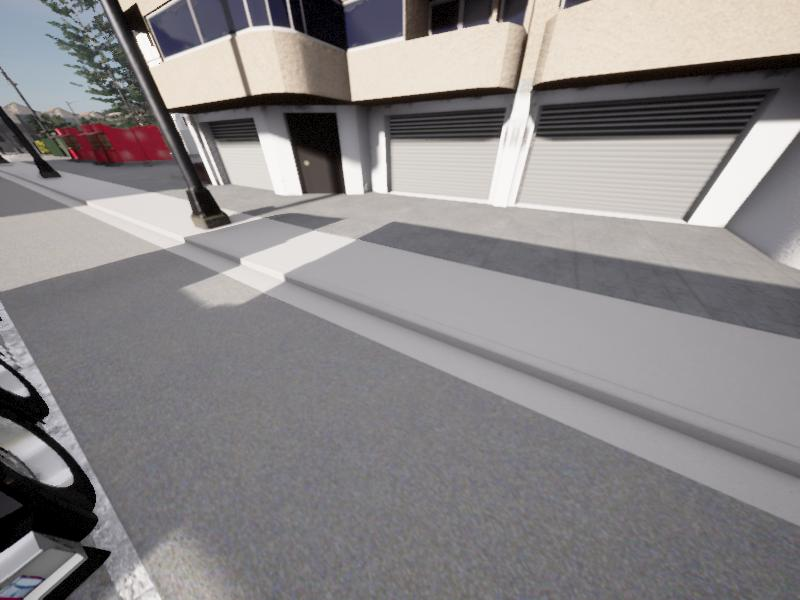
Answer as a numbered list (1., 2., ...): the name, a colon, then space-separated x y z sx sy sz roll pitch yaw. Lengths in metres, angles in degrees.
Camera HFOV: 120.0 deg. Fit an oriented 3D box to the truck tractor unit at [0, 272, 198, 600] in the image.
1. truck tractor unit: -5.119 -0.294 0.753 6.516 4.208 3.053 18 39 23
